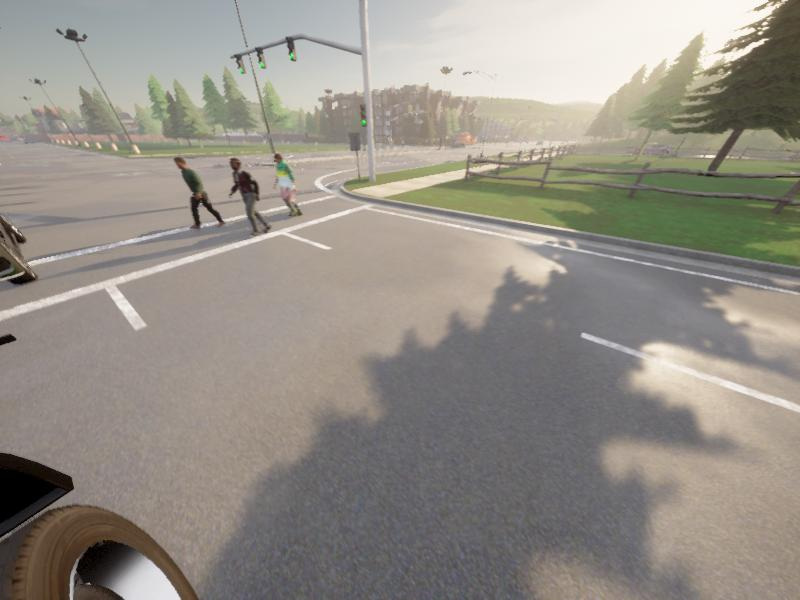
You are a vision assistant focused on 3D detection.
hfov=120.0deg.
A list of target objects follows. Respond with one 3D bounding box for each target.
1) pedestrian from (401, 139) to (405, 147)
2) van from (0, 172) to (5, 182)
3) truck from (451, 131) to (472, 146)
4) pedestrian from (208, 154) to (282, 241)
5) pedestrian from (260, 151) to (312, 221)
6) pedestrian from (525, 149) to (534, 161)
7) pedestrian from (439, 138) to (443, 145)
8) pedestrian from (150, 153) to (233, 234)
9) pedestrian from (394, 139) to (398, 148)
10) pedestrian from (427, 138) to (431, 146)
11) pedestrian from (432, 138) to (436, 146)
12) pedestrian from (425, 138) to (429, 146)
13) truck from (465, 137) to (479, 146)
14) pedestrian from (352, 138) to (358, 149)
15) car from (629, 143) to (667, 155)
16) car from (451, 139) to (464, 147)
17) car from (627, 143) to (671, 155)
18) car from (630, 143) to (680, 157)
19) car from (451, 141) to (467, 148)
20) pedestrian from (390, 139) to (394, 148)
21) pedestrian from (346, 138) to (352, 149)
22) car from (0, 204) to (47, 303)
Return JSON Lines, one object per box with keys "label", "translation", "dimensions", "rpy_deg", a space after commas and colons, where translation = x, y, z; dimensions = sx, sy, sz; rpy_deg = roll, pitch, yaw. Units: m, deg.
{"label": "pedestrian", "translation": [0.727, -42.205, 62.151], "dimensions": [0.751, 1.860, 0.751], "rpy_deg": [24, 42, 30]}
{"label": "van", "translation": [-25.681, -8.129, 13.519], "dimensions": [4.442, 1.987, 1.775], "rpy_deg": [22, 41, 28]}
{"label": "truck", "translation": [19.852, -51.857, 74.326], "dimensions": [2.891, 3.827, 8.468], "rpy_deg": [22, 41, 28]}
{"label": "pedestrian", "translation": [-3.883, -2.610, 5.930], "dimensions": [0.751, 1.860, 0.751], "rpy_deg": [17, 38, 22]}
{"label": "pedestrian", "translation": [-3.570, -3.621, 7.363], "dimensions": [0.751, 1.860, 0.751], "rpy_deg": [23, 41, 29]}
{"label": "pedestrian", "translation": [14.513, -16.320, 25.922], "dimensions": [0.500, 1.100, 0.500], "rpy_deg": [25, 42, 31]}
{"label": "pedestrian", "translation": [13.519, -52.380, 76.422], "dimensions": [0.751, 1.860, 0.751], "rpy_deg": [20, 40, 25]}
{"label": "pedestrian", "translation": [-5.529, -2.861, 6.269], "dimensions": [0.751, 1.860, 0.751], "rpy_deg": [11, 37, 15]}
{"label": "pedestrian", "translation": [-0.984, -40.369, 59.529], "dimensions": [0.751, 1.860, 0.751], "rpy_deg": [27, 43, 33]}
{"label": "pedestrian", "translation": [8.752, -48.207, 70.463], "dimensions": [0.751, 1.860, 0.751], "rpy_deg": [28, 43, 33]}
{"label": "pedestrian", "translation": [10.667, -49.696, 72.592], "dimensions": [0.751, 1.860, 0.751], "rpy_deg": [25, 42, 31]}
{"label": "pedestrian", "translation": [8.191, -48.379, 70.703], "dimensions": [0.751, 1.860, 0.751], "rpy_deg": [22, 41, 28]}
{"label": "truck", "translation": [25.407, -55.896, 81.280], "dimensions": [2.627, 2.467, 5.204], "rpy_deg": [22, 41, 28]}
{"label": "pedestrian", "translation": [-9.852, -34.395, 50.717], "dimensions": [0.751, 1.860, 0.751], "rpy_deg": [26, 42, 31]}
{"label": "car", "translation": [42.263, -25.829, 39.499], "dimensions": [3.988, 1.617, 1.851], "rpy_deg": [22, 41, 28]}
{"label": "car", "translation": [16.460, -44.774, 65.951], "dimensions": [1.905, 1.878, 3.866], "rpy_deg": [23, 41, 28]}
{"label": "car", "translation": [44.612, -27.335, 41.643], "dimensions": [5.027, 1.651, 2.152], "rpy_deg": [22, 41, 28]}
{"label": "car", "translation": [40.563, -24.063, 36.967], "dimensions": [4.856, 1.649, 2.033], "rpy_deg": [22, 41, 28]}
{"label": "car", "translation": [15.291, -40.223, 59.802], "dimensions": [1.837, 1.490, 4.892], "rpy_deg": [23, 41, 28]}
{"label": "pedestrian", "translation": [-2.090, -40.714, 60.010], "dimensions": [0.751, 1.860, 0.751], "rpy_deg": [20, 40, 25]}
{"label": "pedestrian", "translation": [-10.951, -33.551, 49.510], "dimensions": [0.751, 1.860, 0.751], "rpy_deg": [25, 42, 31]}
{"label": "car", "translation": [-8.983, -1.181, 4.107], "dimensions": [5.027, 1.651, 2.152], "rpy_deg": [22, 41, 28]}
